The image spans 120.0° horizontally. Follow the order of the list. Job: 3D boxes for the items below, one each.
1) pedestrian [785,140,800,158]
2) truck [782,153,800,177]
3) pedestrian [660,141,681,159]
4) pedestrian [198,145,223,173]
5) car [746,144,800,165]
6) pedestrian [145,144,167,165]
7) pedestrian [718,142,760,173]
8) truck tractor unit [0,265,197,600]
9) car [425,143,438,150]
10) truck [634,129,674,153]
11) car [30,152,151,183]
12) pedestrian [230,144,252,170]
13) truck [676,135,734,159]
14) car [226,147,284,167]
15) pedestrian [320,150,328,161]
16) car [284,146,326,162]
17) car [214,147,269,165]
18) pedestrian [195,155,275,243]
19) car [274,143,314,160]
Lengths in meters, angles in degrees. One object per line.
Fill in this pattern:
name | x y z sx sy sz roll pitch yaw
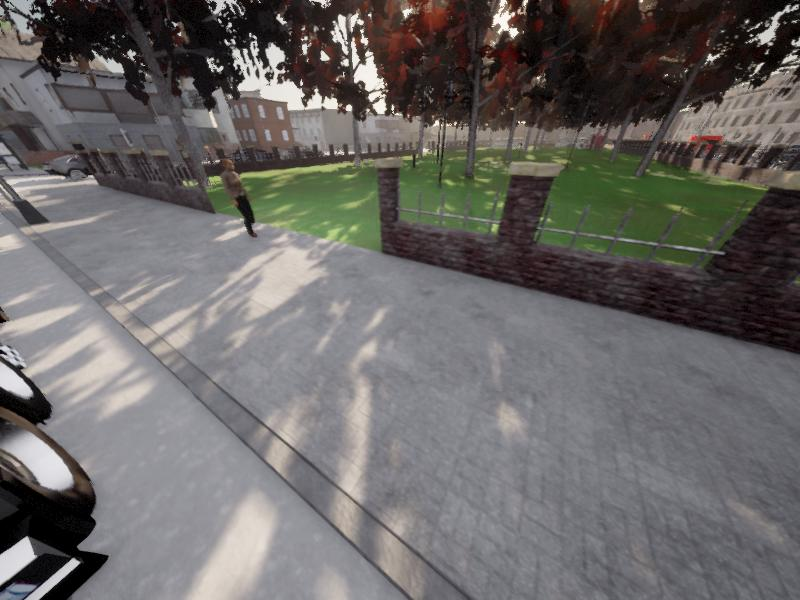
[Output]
pedestrian | 48.188 -18.173 27.826 0.751 1.860 0.751 15 38 21
truck | 28.331 -8.742 14.148 2.627 2.467 5.204 18 39 25
pedestrian | 32.449 -17.999 27.714 0.751 1.860 0.751 18 39 24
pedestrian | -15.145 -11.301 18.512 0.751 1.860 0.751 20 40 27
car | 40.323 -15.551 24.556 2.033 1.649 4.856 18 39 25
pedestrian | -26.401 -15.773 25.017 0.751 1.860 0.751 18 39 24
pedestrian | 24.575 -10.354 16.802 0.751 1.860 0.751 19 39 25
truck tractor unit | -5.112 -0.300 0.776 6.516 4.208 3.053 18 39 24
car | 9.195 -44.926 67.563 1.812 1.442 4.674 18 39 25
truck | 53.850 -33.949 49.318 2.891 3.827 8.468 18 39 25
car | -22.478 -9.923 17.127 2.128 1.511 4.902 16 38 22
pedestrian | -13.885 -12.486 20.203 0.751 1.860 0.751 18 39 25
truck | 40.445 -20.478 30.939 2.627 2.467 5.204 19 37 25
car | -15.974 -16.073 25.799 2.033 1.649 4.856 17 39 24
pedestrian | -9.172 -17.340 27.797 0.500 1.100 0.500 -27 43 -33
car | -12.430 -19.394 30.641 2.128 1.511 4.902 17 38 23
car | -19.127 -17.661 28.211 2.128 1.511 4.902 18 39 25
pedestrian | -4.014 -2.505 5.780 0.751 1.860 0.751 10 36 15
car | -15.074 -21.402 33.227 1.932 1.855 4.605 20 40 27
